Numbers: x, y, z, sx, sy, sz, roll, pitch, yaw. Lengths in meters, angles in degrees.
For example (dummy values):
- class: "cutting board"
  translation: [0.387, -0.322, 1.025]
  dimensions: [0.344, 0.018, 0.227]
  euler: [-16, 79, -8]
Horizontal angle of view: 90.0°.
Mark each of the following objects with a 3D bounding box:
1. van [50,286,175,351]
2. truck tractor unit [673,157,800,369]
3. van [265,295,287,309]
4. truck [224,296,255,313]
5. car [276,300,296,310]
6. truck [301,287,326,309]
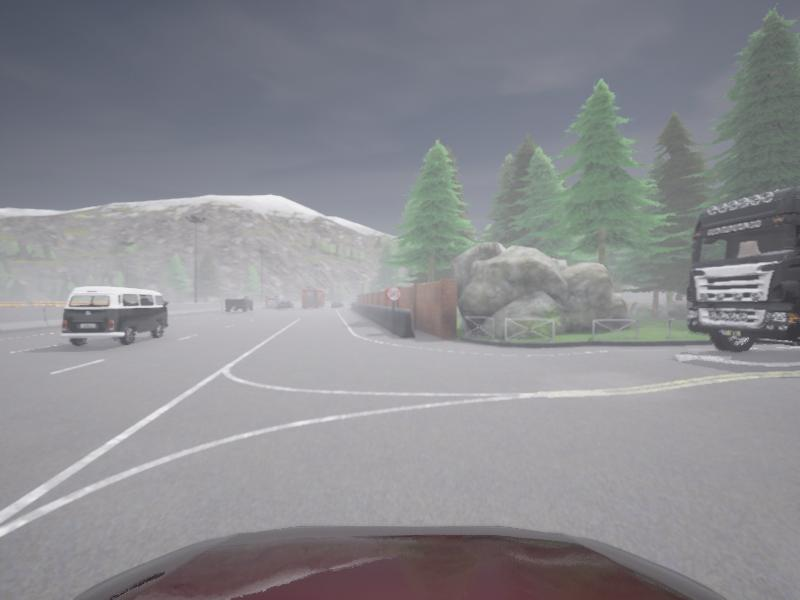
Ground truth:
- class: "van"
  translation: [-10.397, 0.562, 14.971]
  dimensions: [2.069, 2.038, 4.480]
  euler: [0, 0, -10]
- class: "truck tractor unit"
  translation: [10.912, -0.716, 9.955]
  dimensions: [6.516, 4.208, 3.053]
  euler: [0, 0, -9]
- class: "van"
  translation: [-22.674, 0.342, 73.358]
  dimensions: [2.351, 2.431, 6.366]
  euler: [0, 0, -2]
- class: "truck"
  translation: [-20.325, 0.517, 50.858]
  dimensions: [2.390, 2.098, 6.274]
  euler: [0, 0, -10]
- class: "car"
  translation: [-18.667, 0.809, 65.820]
  dimensions: [2.128, 1.511, 4.902]
  euler: [0, 0, -4]
- class: "truck"
  translation: [-15.616, -0.347, 72.762]
  dimensions: [2.891, 3.827, 8.468]
  euler: [0, 0, -2]
